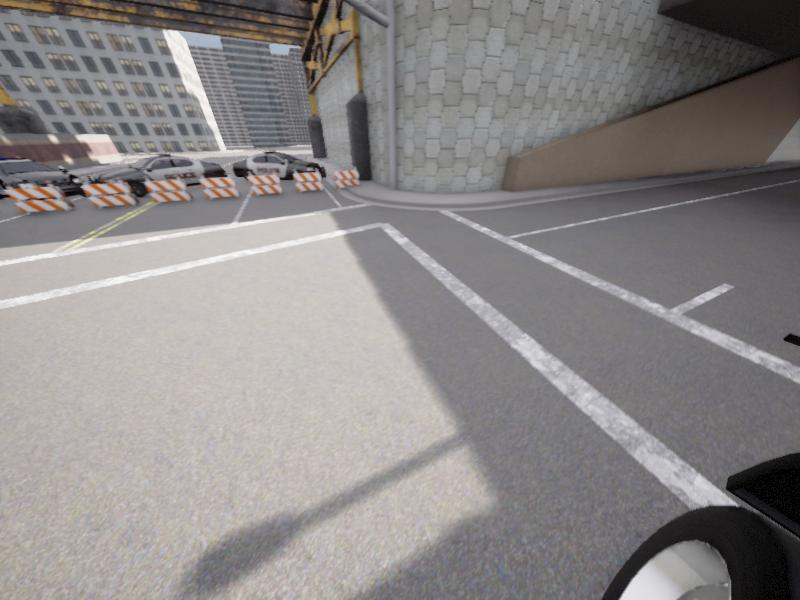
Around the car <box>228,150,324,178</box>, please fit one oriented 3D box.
[{"bbox_3d":[-7.075,-7.991,13.533,4.536,1.218,1.853,3,36,5],"label":"car"}]

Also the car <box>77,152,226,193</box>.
[{"bbox_3d":[-11.644,-6.385,11.291,1.853,1.218,4.536,19,40,25],"label":"car"}]

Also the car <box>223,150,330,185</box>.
[{"bbox_3d":[-7.023,-7.860,13.620,4.974,1.542,2.038,3,36,5],"label":"car"}]

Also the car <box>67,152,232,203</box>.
[{"bbox_3d":[-11.670,-6.231,11.346,2.038,1.542,4.974,19,40,25],"label":"car"}]

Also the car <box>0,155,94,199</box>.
[{"bbox_3d":[-15.967,-5.326,9.820,4.536,1.218,1.853,12,37,17],"label":"car"}]

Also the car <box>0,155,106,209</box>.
[{"bbox_3d":[-15.918,-5.187,9.896,4.974,1.542,2.038,12,37,17],"label":"car"}]
